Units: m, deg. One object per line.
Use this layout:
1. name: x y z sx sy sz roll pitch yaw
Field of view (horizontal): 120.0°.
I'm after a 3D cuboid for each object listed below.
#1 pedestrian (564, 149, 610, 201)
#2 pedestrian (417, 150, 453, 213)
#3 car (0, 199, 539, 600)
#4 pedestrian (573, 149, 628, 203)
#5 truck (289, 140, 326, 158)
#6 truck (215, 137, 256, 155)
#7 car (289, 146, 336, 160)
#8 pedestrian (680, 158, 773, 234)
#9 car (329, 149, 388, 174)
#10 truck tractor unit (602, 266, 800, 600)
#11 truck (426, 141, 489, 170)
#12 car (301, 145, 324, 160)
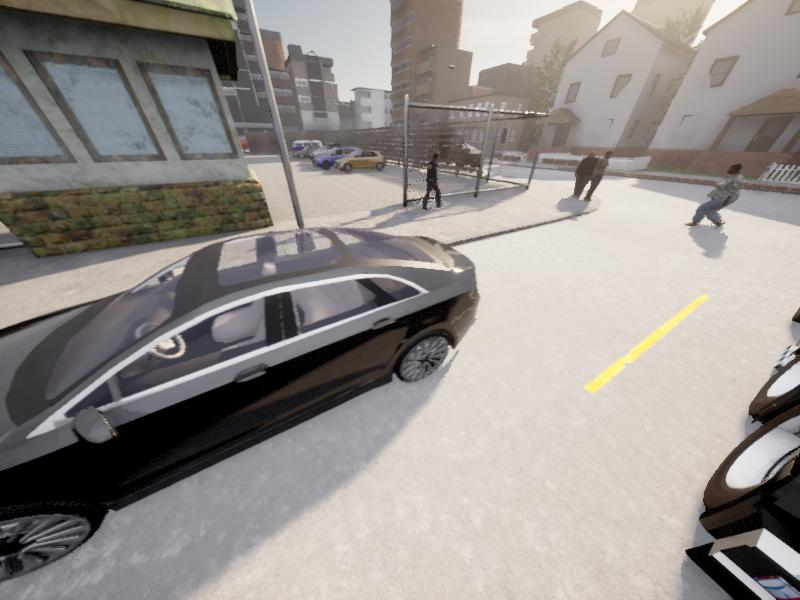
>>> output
1. pedestrian: 7.963 -5.376 9.924 0.751 1.860 0.751 -26 43 -33
2. pedestrian: 1.183 -4.153 8.120 0.751 1.860 0.751 -20 40 -27
3. car: -1.385 0.243 2.317 4.902 1.511 2.128 -18 39 -24
4. pedestrian: 8.116 -5.047 9.453 0.751 1.860 0.751 -5 35 -8
5. truck: -13.507 -22.178 33.853 4.478 2.038 2.069 -18 39 -24
6. truck: -28.281 -26.708 39.994 5.204 2.467 2.627 -18 39 -24
7. car: -11.709 -19.898 31.137 5.357 1.415 2.033 -18 39 -24
8. pedestrian: 9.389 -3.033 6.750 0.751 1.860 0.751 -26 43 -33
9. car: -3.271 -11.315 18.767 4.193 1.474 1.816 -18 39 -24
10. truck tractor unit: 5.114 -0.297 0.778 6.516 4.208 3.053 -18 39 -24
11. truck: 5.517 -14.747 23.379 2.390 2.098 6.274 -18 39 -24
12. car: -11.736 -19.799 30.869 1.789 1.547 3.705 -18 39 -24
